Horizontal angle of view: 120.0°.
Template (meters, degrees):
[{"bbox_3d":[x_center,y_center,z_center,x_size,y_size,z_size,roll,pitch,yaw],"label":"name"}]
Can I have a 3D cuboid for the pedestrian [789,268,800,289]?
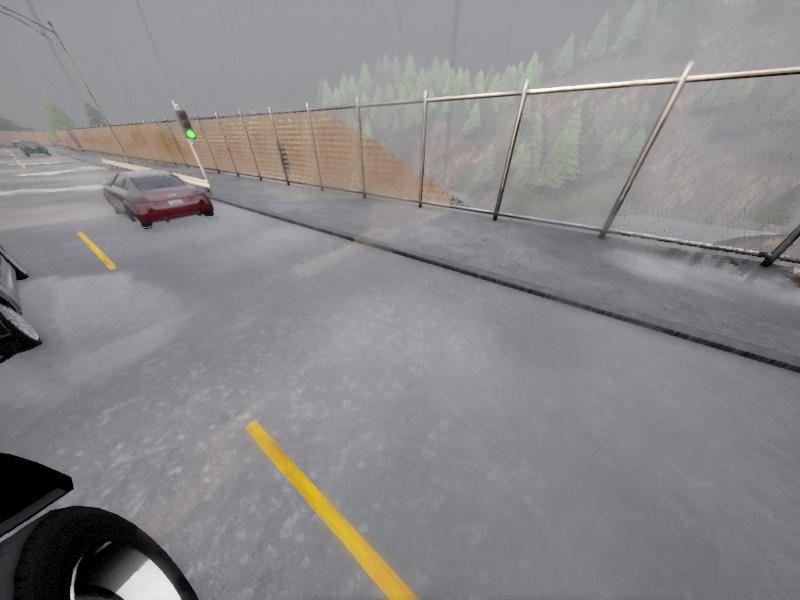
[{"bbox_3d":[7.335,-0.867,3.365,0.751,1.860,0.751,27,43,32],"label":"pedestrian"}]

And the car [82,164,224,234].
[{"bbox_3d":[-8.308,-3.600,7.792,4.181,1.385,1.994,22,41,28],"label":"car"}]

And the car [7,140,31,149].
[{"bbox_3d":[-81.932,-33.557,49.707,5.008,1.535,1.882,20,40,26],"label":"car"}]

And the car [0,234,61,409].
[{"bbox_3d":[-6.539,-0.170,2.720,5.238,1.638,1.930,22,41,28],"label":"car"}]

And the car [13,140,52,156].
[{"bbox_3d":[-50.447,-20.880,31.686,4.553,1.767,2.097,22,41,28],"label":"car"}]
